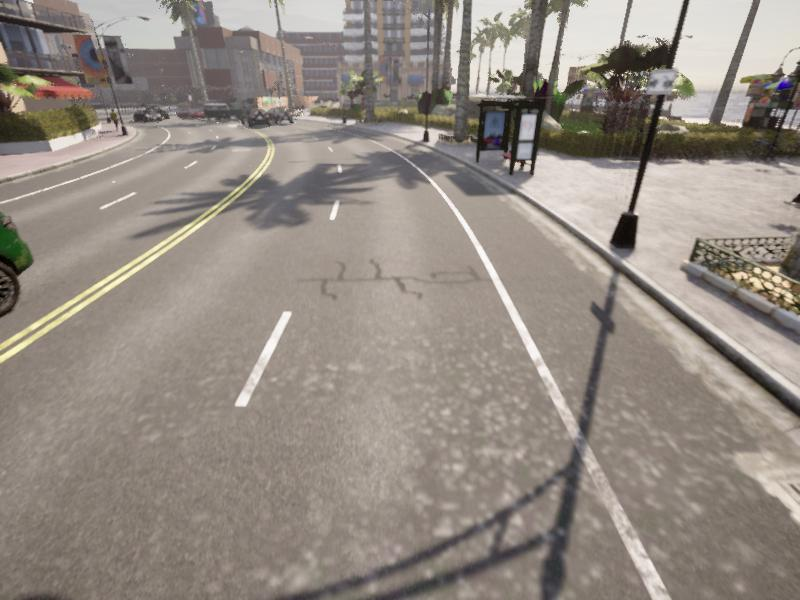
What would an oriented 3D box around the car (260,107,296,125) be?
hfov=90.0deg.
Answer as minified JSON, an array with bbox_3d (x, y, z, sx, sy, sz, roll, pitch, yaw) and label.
[{"bbox_3d":[-14.054,-21.152,45.918,2.152,1.651,5.027,-18,32,-31],"label":"car"}]

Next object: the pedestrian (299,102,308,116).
[{"bbox_3d":[-13.972,-27.712,57.991,0.751,1.860,0.751,19,33,32],"label":"pedestrian"}]

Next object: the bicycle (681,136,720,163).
[{"bbox_3d":[14.137,-7.110,18.889,0.373,1.024,1.643,0,27,-1],"label":"bicycle"}]

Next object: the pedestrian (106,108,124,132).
[{"bbox_3d":[-24.174,-15.280,33.934,0.751,1.860,0.751,-14,30,-24],"label":"pedestrian"}]

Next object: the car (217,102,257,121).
[{"bbox_3d":[-21.898,-25.369,53.675,5.566,2.045,2.150,21,34,35],"label":"car"}]

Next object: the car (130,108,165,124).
[{"bbox_3d":[-30.243,-22.069,47.932,3.806,1.475,1.970,20,33,34],"label":"car"}]

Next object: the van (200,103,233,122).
[{"bbox_3d":[-23.153,-23.645,50.390,4.442,1.987,1.775,23,35,38],"label":"van"}]

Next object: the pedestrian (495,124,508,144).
[{"bbox_3d":[6.418,-10.479,25.300,0.500,1.100,0.500,20,33,33],"label":"pedestrian"}]

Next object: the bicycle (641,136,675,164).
[{"bbox_3d":[12.125,-7.095,18.870,0.373,1.024,1.643,0,27,-1],"label":"bicycle"}]

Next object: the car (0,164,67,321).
[{"bbox_3d":[-7.069,0.049,4.304,2.150,2.045,5.566,-1,27,-1],"label":"car"}]

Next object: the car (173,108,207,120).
[{"bbox_3d":[-28.669,-25.474,54.640,4.181,1.385,1.994,16,31,28],"label":"car"}]

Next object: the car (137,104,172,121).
[{"bbox_3d":[-32.522,-24.911,53.026,3.866,1.878,1.905,14,31,26],"label":"car"}]

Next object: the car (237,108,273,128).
[{"bbox_3d":[-15.255,-19.162,42.005,2.242,1.667,4.611,-16,31,-28],"label":"car"}]

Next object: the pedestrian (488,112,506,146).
[{"bbox_3d":[5.941,-10.513,24.538,0.751,1.860,0.751,-1,27,-3],"label":"pedestrian"}]

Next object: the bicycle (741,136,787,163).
[{"bbox_3d":[17.154,-7.132,18.917,0.373,1.024,1.643,0,27,-1],"label":"bicycle"}]
